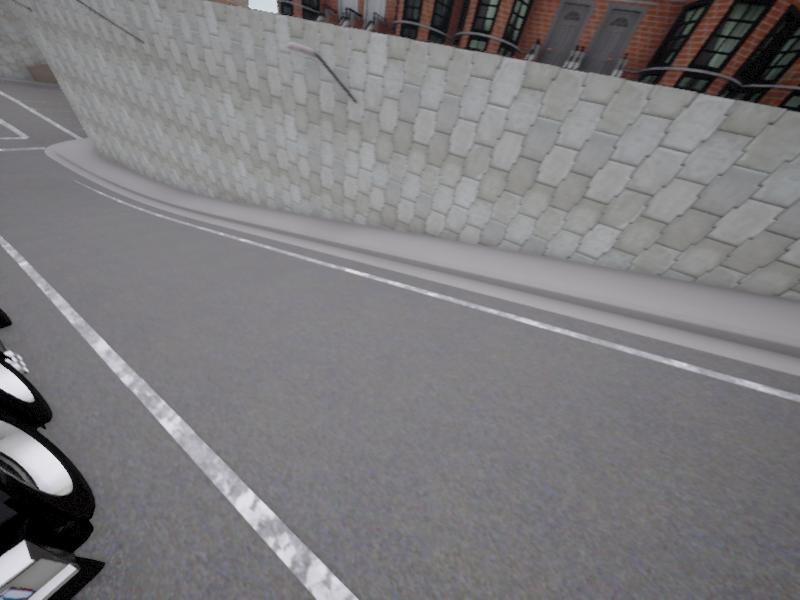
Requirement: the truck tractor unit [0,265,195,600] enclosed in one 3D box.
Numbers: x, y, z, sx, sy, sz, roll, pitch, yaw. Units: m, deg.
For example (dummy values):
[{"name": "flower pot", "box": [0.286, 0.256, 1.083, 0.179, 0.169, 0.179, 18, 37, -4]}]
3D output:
[{"name": "truck tractor unit", "box": [-5.117, -0.288, 0.821, 6.516, 4.208, 3.053, 17, 37, 25]}]
